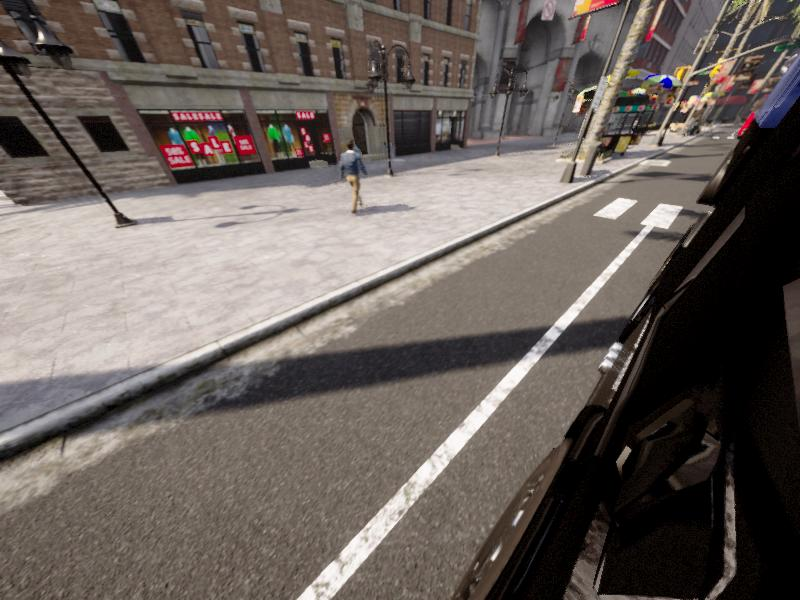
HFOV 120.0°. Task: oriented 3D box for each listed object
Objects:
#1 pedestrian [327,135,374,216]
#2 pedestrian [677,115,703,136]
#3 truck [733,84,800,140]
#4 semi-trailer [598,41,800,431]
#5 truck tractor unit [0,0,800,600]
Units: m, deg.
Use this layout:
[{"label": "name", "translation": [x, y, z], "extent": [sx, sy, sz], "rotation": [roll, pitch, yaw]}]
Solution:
[{"label": "pedestrian", "translation": [-1.296, -3.426, 6.439], "extent": [0.751, 1.860, 0.751], "rotation": [7, 38, 13]}, {"label": "pedestrian", "translation": [32.770, -19.752, 26.135], "extent": [0.751, 1.860, 0.751], "rotation": [-6, 37, -5]}, {"label": "truck", "translation": [36.480, -18.212, 22.518], "extent": [8.468, 3.827, 2.891], "rotation": [-28, 44, -30]}, {"label": "semi-trailer", "translation": [8.693, -3.606, 4.237], "extent": [14.254, 4.402, 2.717], "rotation": [-28, 44, -30]}, {"label": "truck tractor unit", "translation": [2.645, -0.295, 0.351], "extent": [6.516, 4.208, 3.053], "rotation": [-28, 44, -30]}]
